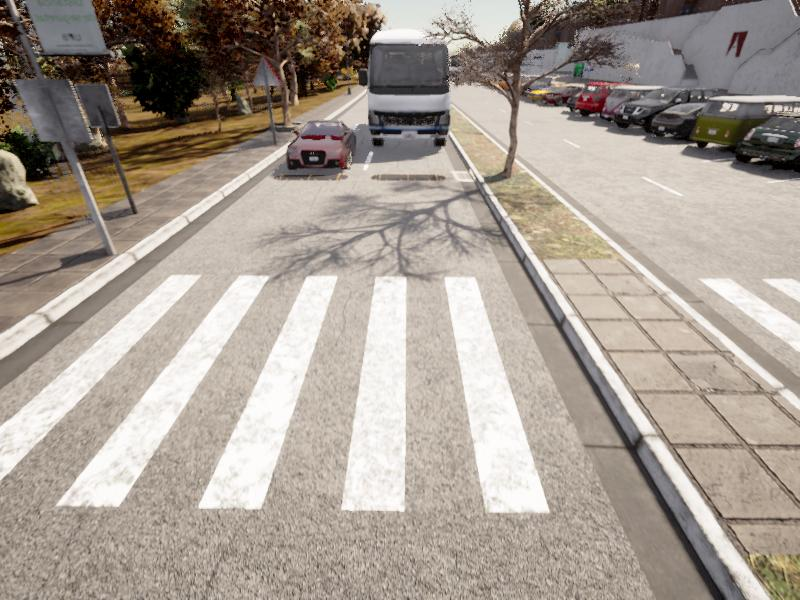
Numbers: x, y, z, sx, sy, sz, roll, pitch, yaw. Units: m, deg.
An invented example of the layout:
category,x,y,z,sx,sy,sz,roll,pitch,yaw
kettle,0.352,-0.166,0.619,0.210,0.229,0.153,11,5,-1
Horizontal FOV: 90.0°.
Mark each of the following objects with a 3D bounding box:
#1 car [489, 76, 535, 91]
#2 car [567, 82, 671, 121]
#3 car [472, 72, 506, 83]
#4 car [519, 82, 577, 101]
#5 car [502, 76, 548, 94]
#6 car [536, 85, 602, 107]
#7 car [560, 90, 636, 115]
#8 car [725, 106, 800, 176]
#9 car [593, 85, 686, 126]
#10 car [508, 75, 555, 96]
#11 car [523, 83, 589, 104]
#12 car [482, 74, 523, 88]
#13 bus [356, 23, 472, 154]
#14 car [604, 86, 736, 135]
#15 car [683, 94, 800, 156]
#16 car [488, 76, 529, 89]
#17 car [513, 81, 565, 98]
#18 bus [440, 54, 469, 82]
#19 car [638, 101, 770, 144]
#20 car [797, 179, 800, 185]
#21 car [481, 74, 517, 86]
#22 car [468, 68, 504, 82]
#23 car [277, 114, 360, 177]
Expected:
category,x,y,z,sx,sy,sz,roll,pitch,yaw
car,14.570,-28.270,52.164,5.366,1.575,1.946,-10,33,-17
car,14.404,-13.210,26.488,5.566,2.045,2.435,-9,32,-17
car,14.976,-37.553,67.529,4.892,1.521,2.231,-10,33,-17
car,14.586,-20.575,39.471,4.792,1.488,2.163,-10,32,-17
car,14.643,-25.311,47.045,4.553,1.767,2.185,-10,32,-17
car,14.458,-17.509,34.318,4.792,1.488,2.163,-9,33,-17
car,14.408,-14.468,29.196,4.674,1.452,2.002,-9,32,-17
car,14.162,-5.543,13.668,4.553,1.767,2.185,-9,32,-17
car,14.232,-11.650,23.878,4.442,1.987,1.878,-9,32,-17
car,14.528,-23.834,44.402,4.442,1.987,1.878,-10,33,-17
car,14.350,-19.036,36.818,5.366,1.575,1.946,-10,33,-17
car,14.645,-31.365,57.264,5.366,1.575,1.946,-10,33,-17
bus,0.538,-10.142,19.054,3.944,4.253,10.273,0,30,1
car,14.279,-10.176,21.317,5.566,2.045,2.435,-9,32,-17
car,14.339,-7.163,16.234,4.442,1.987,1.878,-9,32,-17
car,14.808,-29.827,54.797,4.792,1.488,2.163,-10,33,-17
car,14.591,-22.096,42.025,4.674,1.452,2.002,-10,32,-17
bus,9.873,-42.796,73.611,3.944,4.253,10.273,0,31,1
car,14.258,-8.456,18.885,4.892,1.521,2.231,-9,32,-17
car,14.148,-3.896,11.188,4.674,1.452,2.002,-9,32,-17
car,14.851,-32.903,59.894,4.674,1.452,2.002,-10,32,-17
car,15.032,-39.316,69.971,5.566,2.045,2.435,-10,32,-17
car,-2.661,-5.551,14.079,1.994,1.385,4.181,0,30,1
